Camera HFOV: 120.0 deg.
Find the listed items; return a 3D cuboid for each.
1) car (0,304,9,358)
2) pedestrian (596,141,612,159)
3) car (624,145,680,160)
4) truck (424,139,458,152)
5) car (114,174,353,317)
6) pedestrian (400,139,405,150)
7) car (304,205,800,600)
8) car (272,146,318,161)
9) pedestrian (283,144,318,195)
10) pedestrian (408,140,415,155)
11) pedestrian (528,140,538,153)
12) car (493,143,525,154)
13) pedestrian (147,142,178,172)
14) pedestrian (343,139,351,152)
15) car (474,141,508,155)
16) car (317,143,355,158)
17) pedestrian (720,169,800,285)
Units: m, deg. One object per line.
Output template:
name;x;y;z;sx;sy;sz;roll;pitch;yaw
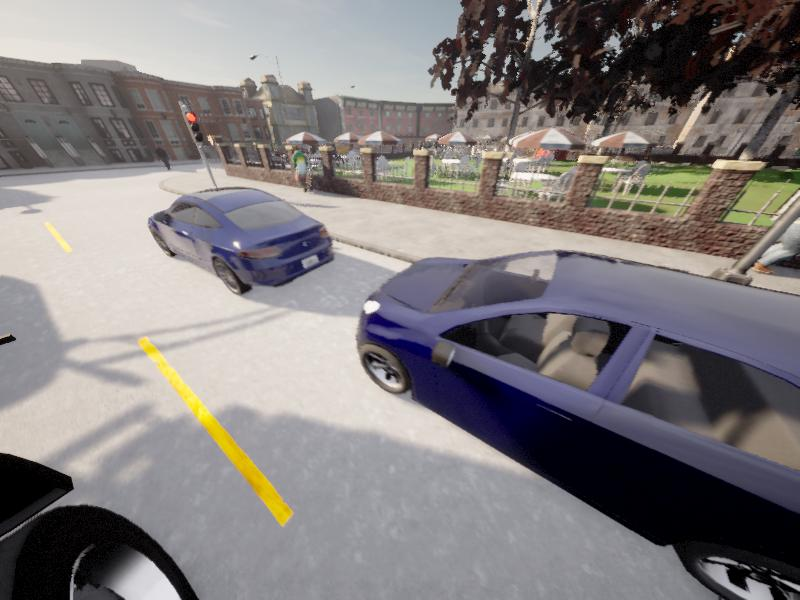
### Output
car;-7.337;-0.182;2.783;4.514;1.525;2.007;21;40;27
pedestrian;26.397;-19.453;29.966;0.751;1.860;0.751;-27;43;-33
car;34.915;-20.632;32.244;4.902;1.511;2.128;21;40;27
truck;7.999;-30.228;45.133;6.274;2.098;2.390;8;36;10
car;-3.425;-1.503;4.768;4.674;1.442;1.812;20;40;26
pedestrian;0.479;-31.343;46.631;0.751;1.860;0.751;18;39;23
car;1.257;0.360;2.088;3.633;1.501;1.845;21;40;27
car;-12.625;-17.894;28.109;1.895;1.301;4.718;21;40;27
pedestrian;-4.350;-5.755;10.203;0.751;1.860;0.751;22;41;28
pedestrian;1.728;-22.855;34.579;0.751;1.860;0.751;19;39;25
pedestrian;24.062;-27.815;41.831;0.751;1.860;0.751;-29;44;-35
car;19.198;-26.719;40.741;4.514;1.525;2.007;21;40;27
pedestrian;-17.684;-10.661;17.251;0.751;1.860;0.751;21;40;27
pedestrian;-9.190;-26.932;40.274;0.751;1.860;0.751;24;41;30
car;15.278;-25.696;38.948;4.605;1.855;1.932;21;40;28
car;-8.921;-21.197;32.627;1.882;1.535;5.008;21;40;27
pedestrian;7.044;-1.333;4.037;0.751;1.860;0.751;21;40;27
